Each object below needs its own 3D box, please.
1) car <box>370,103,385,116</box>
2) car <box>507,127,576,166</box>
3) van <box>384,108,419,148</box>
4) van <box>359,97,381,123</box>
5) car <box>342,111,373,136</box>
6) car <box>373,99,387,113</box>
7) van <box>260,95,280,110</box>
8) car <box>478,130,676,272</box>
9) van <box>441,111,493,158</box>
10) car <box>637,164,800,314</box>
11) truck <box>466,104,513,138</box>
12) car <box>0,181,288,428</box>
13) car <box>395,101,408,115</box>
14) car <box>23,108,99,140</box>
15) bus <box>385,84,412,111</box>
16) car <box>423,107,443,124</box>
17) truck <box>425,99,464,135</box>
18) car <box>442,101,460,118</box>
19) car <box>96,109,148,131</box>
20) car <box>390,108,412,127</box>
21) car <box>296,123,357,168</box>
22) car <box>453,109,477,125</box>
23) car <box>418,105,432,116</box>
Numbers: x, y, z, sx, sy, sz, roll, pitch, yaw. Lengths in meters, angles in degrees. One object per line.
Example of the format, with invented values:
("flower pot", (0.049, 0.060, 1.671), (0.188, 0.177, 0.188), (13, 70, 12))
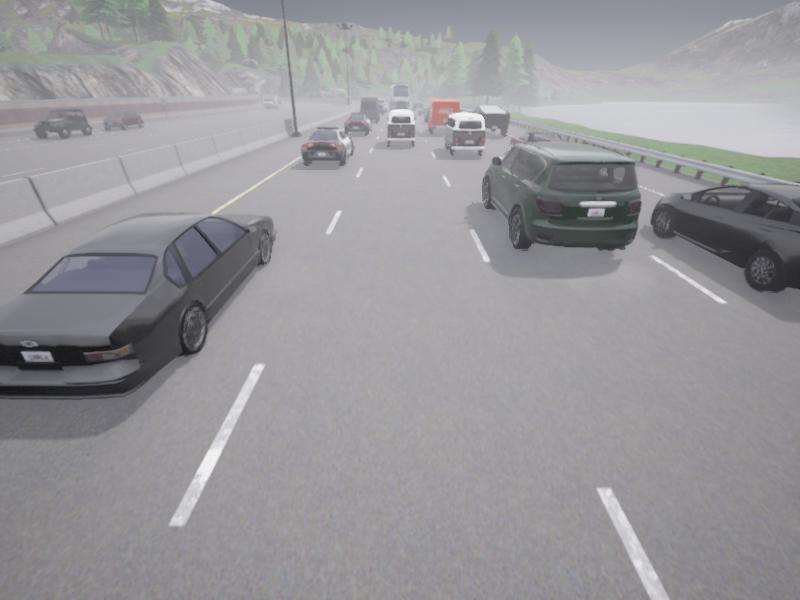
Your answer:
("car", (-3.306, -28.345, 59.460), (2.007, 1.525, 4.514), (0, 27, 0))
("car", (7.062, -7.981, 20.572), (1.895, 1.301, 4.718), (0, 27, 0))
("van", (0.081, -11.267, 26.036), (2.069, 2.038, 4.480), (0, 27, 0))
("van", (-3.344, -21.778, 45.712), (1.988, 2.561, 5.915), (0, 27, 0))
("car", (-3.395, -14.577, 32.932), (2.038, 1.542, 4.974), (0, 27, 0))
("car", (-3.333, -32.730, 67.349), (2.150, 2.045, 5.566), (-1, 27, -2))
("van", (-25.066, -38.208, 77.297), (2.351, 2.431, 6.366), (-2, 28, -5))
("car", (3.531, -2.730, 9.617), (2.150, 2.045, 5.566), (0, 28, 0))
("van", (3.571, -9.302, 22.277), (2.069, 2.038, 4.480), (0, 27, 0))
("car", (7.020, -1.494, 7.826), (2.007, 1.525, 4.514), (0, 27, 0))
("truck", (7.106, -14.633, 32.514), (2.390, 2.098, 6.274), (0, 28, 0))
("car", (-3.484, -0.569, 6.106), (2.033, 1.411, 5.357), (0, 27, 0))
("car", (0.200, -28.966, 60.287), (1.905, 1.878, 3.866), (0, 27, 0))
("car", (-24.408, -12.834, 29.023), (1.905, 1.878, 3.866), (0, 27, 0))
("bus", (-0.415, -38.108, 75.319), (3.944, 4.253, 10.273), (-2, 28, -5))
("car", (3.646, -20.715, 44.875), (1.816, 1.474, 4.193), (0, 28, 0))
("truck", (3.610, -15.457, 33.671), (2.627, 2.467, 5.204), (0, 28, 0))
("car", (7.185, -26.954, 56.488), (1.932, 1.855, 4.605), (0, 28, 0))
("car", (-24.387, -15.879, 35.256), (1.789, 1.549, 3.705), (0, 27, 0))
("car", (0.133, -18.837, 41.194), (2.128, 1.511, 4.902), (0, 28, 0))
("car", (-3.439, -7.720, 19.726), (2.038, 1.542, 4.974), (0, 27, 0))
("car", (7.142, -20.235, 44.172), (1.895, 1.301, 4.718), (0, 27, 0))
("car", (3.699, -28.773, 60.589), (1.895, 1.301, 4.718), (0, 27, 0))
